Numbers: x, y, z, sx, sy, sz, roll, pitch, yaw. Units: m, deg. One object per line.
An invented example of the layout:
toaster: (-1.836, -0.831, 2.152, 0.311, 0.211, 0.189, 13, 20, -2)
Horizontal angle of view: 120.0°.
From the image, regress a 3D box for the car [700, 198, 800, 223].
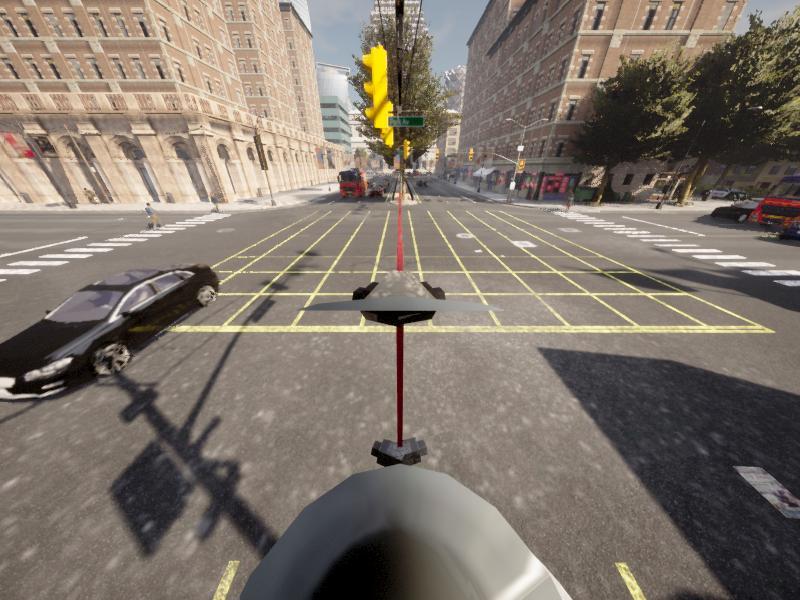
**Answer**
car: (29.571, -7.588, 19.507, 5.238, 1.638, 1.930, 0, 30, -1)

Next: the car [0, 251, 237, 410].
car: (-7.172, 0.215, 6.125, 2.128, 1.511, 4.902, 0, 30, 0)

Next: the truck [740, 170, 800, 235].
truck: (30.927, -6.786, 15.937, 8.468, 3.827, 2.891, 0, 30, 0)

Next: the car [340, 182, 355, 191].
car: (-10.295, -22.354, 45.417, 1.895, 1.301, 4.718, 0, 30, 0)

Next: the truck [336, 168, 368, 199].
truck: (-7.080, -18.109, 35.546, 2.891, 3.827, 8.468, 0, 30, 0)

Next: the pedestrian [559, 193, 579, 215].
pedestrian: (15.967, -9.087, 21.836, 0.751, 1.860, 0.751, 0, 30, 1)

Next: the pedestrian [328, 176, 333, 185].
pedestrian: (-16.978, -29.354, 56.635, 0.751, 1.860, 0.751, 1, 30, 1)

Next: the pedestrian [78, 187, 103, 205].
pedestrian: (-35.183, -11.809, 26.246, 0.751, 1.860, 0.751, 3, 30, 6)

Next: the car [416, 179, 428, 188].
car: (4.909, -26.671, 52.757, 1.812, 1.442, 4.674, -3, 30, -5)

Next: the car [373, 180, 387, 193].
car: (-3.558, -20.387, 41.522, 2.097, 1.767, 4.553, 0, 30, 0)

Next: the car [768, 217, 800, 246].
car: (25.534, -3.964, 13.502, 4.181, 1.385, 1.994, 0, 30, 0)

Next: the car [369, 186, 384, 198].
car: (-3.577, -16.711, 35.654, 1.895, 1.301, 4.718, 0, 30, 0)

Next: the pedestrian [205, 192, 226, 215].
pedestrian: (-17.574, -9.196, 22.025, 0.751, 1.860, 0.751, -2, 30, -3)

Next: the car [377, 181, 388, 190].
car: (-3.540, -23.217, 46.741, 1.970, 1.475, 3.806, 0, 30, 0)

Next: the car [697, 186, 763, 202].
car: (45.916, -14.963, 32.392, 2.038, 1.542, 4.974, 0, 30, 1)

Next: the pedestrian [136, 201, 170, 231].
pedestrian: (-17.551, -5.974, 16.443, 0.751, 1.860, 0.751, -1, 30, -2)
